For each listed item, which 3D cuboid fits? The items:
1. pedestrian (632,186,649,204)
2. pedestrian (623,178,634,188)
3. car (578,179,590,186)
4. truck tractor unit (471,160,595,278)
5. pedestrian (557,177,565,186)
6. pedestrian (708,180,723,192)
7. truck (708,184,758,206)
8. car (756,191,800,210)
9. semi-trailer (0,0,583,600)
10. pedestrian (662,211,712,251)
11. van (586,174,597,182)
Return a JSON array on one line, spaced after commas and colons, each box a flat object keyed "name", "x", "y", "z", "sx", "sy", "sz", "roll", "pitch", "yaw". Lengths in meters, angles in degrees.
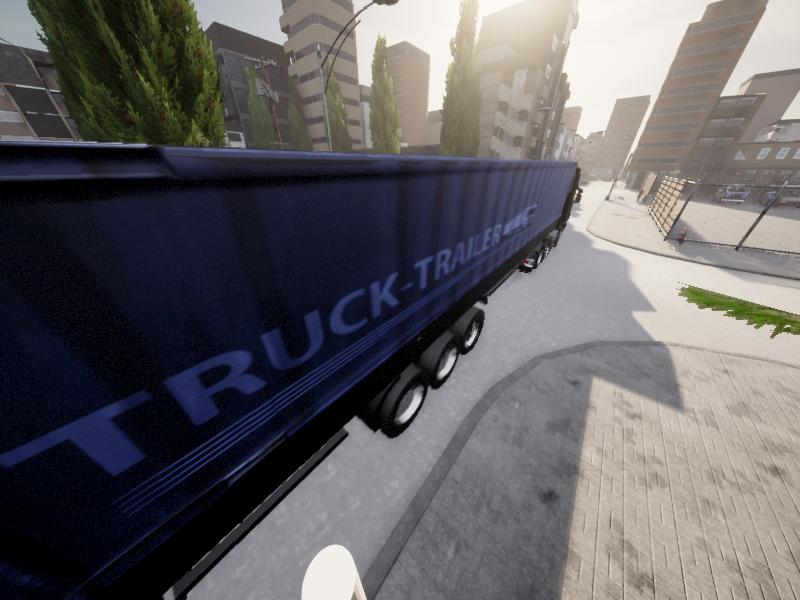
[{"name": "pedestrian", "x": 28.433, "y": -12.403, "z": 27.373, "sx": 0.751, "sy": 1.860, "sz": 0.751, "roll": 23, "pitch": 37, "yaw": 34}, {"name": "pedestrian", "x": 46.956, "y": -24.027, "z": 47.487, "sx": 0.751, "sy": 1.860, "sz": 0.751, "roll": 8, "pitch": 31, "yaw": 14}, {"name": "car", "x": 49.013, "y": -31.361, "z": 61.455, "sx": 1.895, "sy": 1.301, "sz": 4.718, "roll": 23, "pitch": 37, "yaw": 34}, {"name": "truck tractor unit", "x": 6.727, "y": -4.500, "z": 11.570, "sx": 3.053, "sy": 4.208, "sz": 6.516, "roll": 23, "pitch": 37, "yaw": 34}, {"name": "pedestrian", "x": 36.518, "y": -26.869, "z": 52.428, "sx": 0.751, "sy": 1.860, "sz": 0.751, "roll": 26, "pitch": 39, "yaw": 37}, {"name": "pedestrian", "x": 54.818, "y": -19.762, "z": 40.100, "sx": 0.751, "sy": 1.860, "sz": 0.751, "roll": 24, "pitch": 38, "yaw": 36}, {"name": "truck", "x": 40.630, "y": -13.001, "z": 28.353, "sx": 2.069, "sy": 2.038, "sz": 4.478, "roll": 23, "pitch": 37, "yaw": 34}, {"name": "car", "x": 43.557, "y": -11.395, "z": 26.194, "sx": 2.033, "sy": 1.415, "sz": 5.357, "roll": 23, "pitch": 37, "yaw": 34}, {"name": "semi-trailer", "x": 1.652, "y": -1.545, "z": 6.262, "sx": 2.717, "sy": 4.402, "sz": 14.254, "roll": 23, "pitch": 37, "yaw": 34}, {"name": "pedestrian", "x": 15.004, "y": -3.631, "z": 12.161, "sx": 0.751, "sy": 1.860, "sz": 0.751, "roll": 11, "pitch": 32, "yaw": 18}, {"name": "van", "x": 61.540, "y": -39.129, "z": 74.184, "sx": 2.069, "sy": 2.038, "sz": 4.480, "roll": 23, "pitch": 37, "yaw": 34}]
